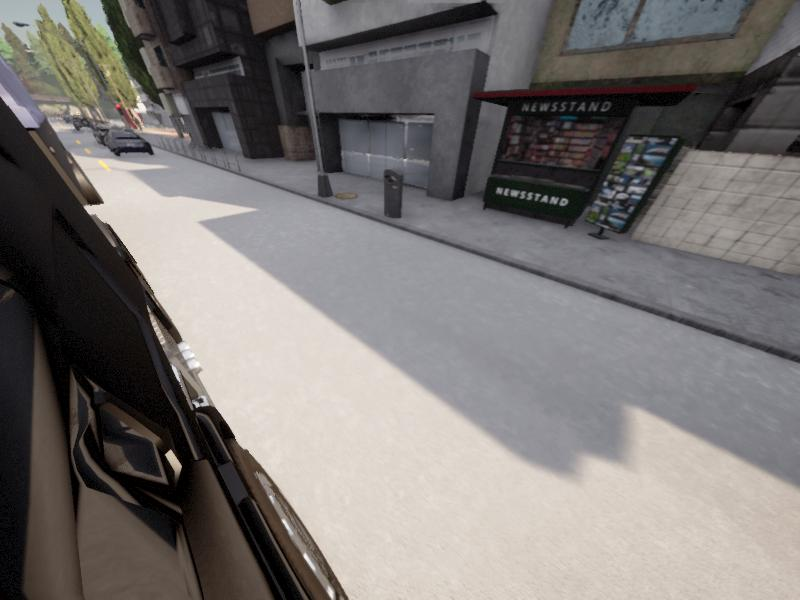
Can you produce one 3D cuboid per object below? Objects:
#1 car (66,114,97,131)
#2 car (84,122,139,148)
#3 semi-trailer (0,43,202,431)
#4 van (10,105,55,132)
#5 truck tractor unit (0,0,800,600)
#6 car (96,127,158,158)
[{"bbox_3d":[-47.007,-26.193,34.078,4.605,1.855,1.932,28,44,30],"label":"car"},{"bbox_3d":[-24.130,-13.820,19.299,4.514,1.525,2.007,28,44,30],"label":"car"},{"bbox_3d":[-8.697,-3.605,4.229,14.254,4.402,2.717,28,44,30],"label":"semi-trailer"},{"bbox_3d":[-47.677,-23.661,30.112,5.915,2.561,1.988,28,44,30],"label":"van"},{"bbox_3d":[-2.645,-0.295,0.351,6.516,4.208,3.053,28,44,30],"label":"truck tractor unit"},{"bbox_3d":[-18.555,-10.739,15.669,4.181,1.385,1.994,30,45,32],"label":"car"}]
